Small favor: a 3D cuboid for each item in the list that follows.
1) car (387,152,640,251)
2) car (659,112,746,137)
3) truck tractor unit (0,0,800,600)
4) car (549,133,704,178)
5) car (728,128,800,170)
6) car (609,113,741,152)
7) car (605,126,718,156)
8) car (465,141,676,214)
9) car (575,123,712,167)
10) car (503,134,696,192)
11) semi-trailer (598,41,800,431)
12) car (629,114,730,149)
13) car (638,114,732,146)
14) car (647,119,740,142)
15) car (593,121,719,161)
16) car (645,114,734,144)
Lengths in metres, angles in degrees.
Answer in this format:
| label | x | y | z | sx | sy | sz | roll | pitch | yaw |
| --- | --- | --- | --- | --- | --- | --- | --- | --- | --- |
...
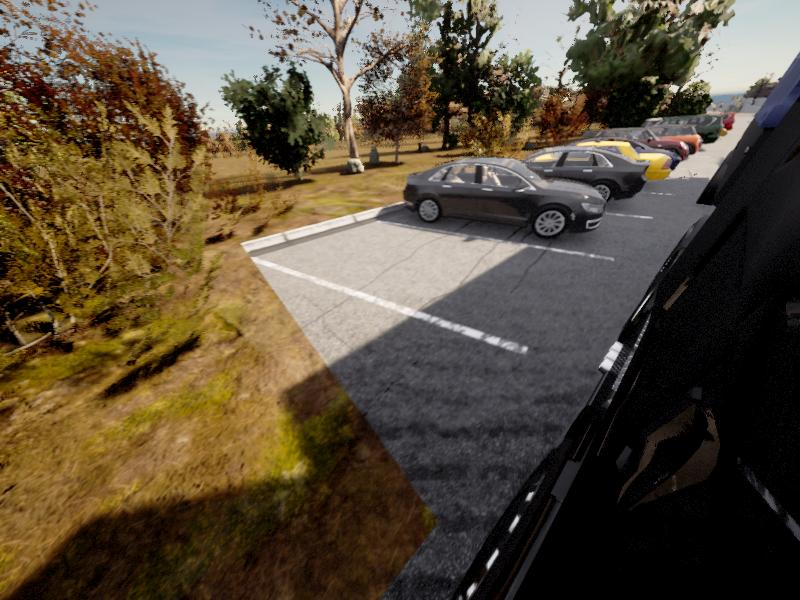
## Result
| label | x | y | z | sx | sy | sz | roll | pitch | yaw |
| --- | --- | --- | --- | --- | --- | --- | --- | --- | --- |
| car | 2.388 | -2.842 | 6.016 | 4.892 | 1.521 | 2.231 | 17 | 40 | 25 |
| car | 35.469 | -20.801 | 27.462 | 5.566 | 2.045 | 2.435 | 17 | 41 | 25 |
| truck tractor unit | 2.645 | -0.295 | 0.351 | 6.516 | 4.208 | 3.053 | -28 | 44 | -30 |
| car | 10.206 | -6.977 | 11.086 | 4.792 | 1.488 | 2.163 | 17 | 41 | 25 |
| car | 18.693 | -7.711 | 11.622 | 4.181 | 1.385 | 1.994 | -28 | 44 | -30 |
| car | 19.558 | -12.260 | 17.074 | 5.566 | 2.045 | 2.435 | 17 | 41 | 25 |
| car | 17.323 | -10.801 | 15.755 | 4.674 | 1.452 | 2.002 | 17 | 41 | 25 |
| car | 4.992 | -4.225 | 7.698 | 4.892 | 1.521 | 2.231 | 17 | 41 | 25 |
| car | 12.740 | -8.504 | 12.705 | 4.553 | 1.767 | 2.185 | 17 | 41 | 25 |
| car | 7.420 | -5.665 | 9.462 | 5.366 | 1.575 | 1.946 | 17 | 41 | 25 |
| semi-trailer | 8.692 | -3.608 | 4.234 | 14.254 | 4.402 | 2.717 | -28 | 44 | -30 |
| car | 21.963 | -13.423 | 18.513 | 4.442 | 1.987 | 1.878 | 17 | 41 | 25 |
| car | 24.236 | -14.644 | 19.998 | 4.442 | 1.987 | 1.878 | 17 | 41 | 25 |
| car | 28.853 | -16.886 | 23.068 | 5.366 | 1.575 | 1.946 | 17 | 41 | 25 |
| car | 15.066 | -9.703 | 14.156 | 4.553 | 1.767 | 2.185 | 17 | 41 | 25 |
| car | 26.510 | -15.866 | 21.484 | 4.442 | 1.987 | 1.878 | 17 | 41 | 25 |
